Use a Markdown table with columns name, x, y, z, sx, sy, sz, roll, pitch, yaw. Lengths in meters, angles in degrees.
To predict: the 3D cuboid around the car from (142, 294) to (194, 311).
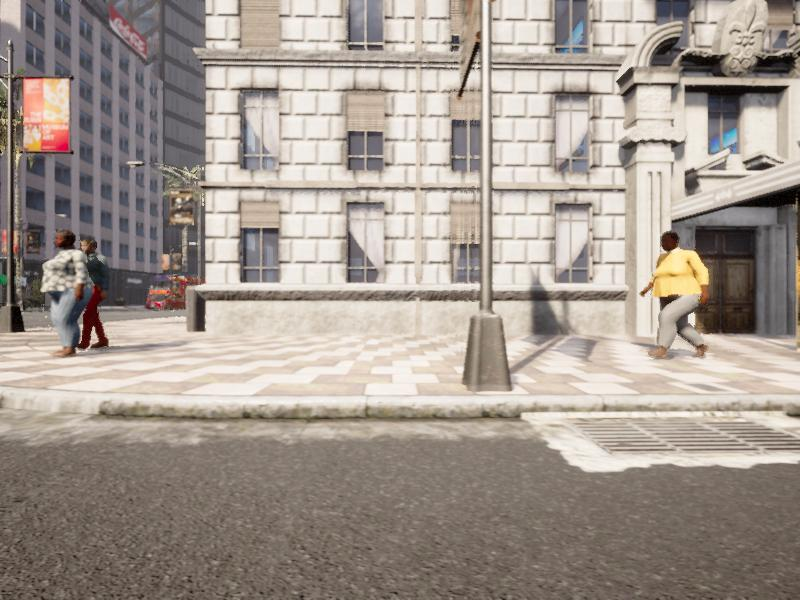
| name | x | y | z | sx | sy | sz | roll | pitch | yaw |
| --- | --- | --- | --- | --- | --- | --- | --- | --- | --- |
| car | -21.907 | 0.221 | 38.006 | 2.007 | 1.525 | 4.514 | 0 | 0 | 7 |

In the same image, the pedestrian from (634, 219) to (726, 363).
| name | x | y | z | sx | sy | sz | roll | pitch | yaw |
| --- | --- | --- | --- | --- | --- | --- | --- | --- | --- |
| pedestrian | 3.868 | -0.113 | 5.580 | 0.751 | 1.860 | 0.751 | 0 | 0 | -6 |

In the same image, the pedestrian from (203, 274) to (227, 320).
| name | x | y | z | sx | sy | sz | roll | pitch | yaw |
| --- | --- | --- | --- | --- | --- | --- | --- | --- | --- |
| pedestrian | -7.528 | -0.117 | 16.297 | 0.751 | 1.860 | 0.751 | 0 | 0 | -11 |

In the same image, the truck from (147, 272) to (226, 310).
| name | x | y | z | sx | sy | sz | roll | pitch | yaw |
| --- | --- | --- | --- | --- | --- | --- | --- | --- | --- |
| truck | -24.107 | -0.929 | 45.748 | 2.891 | 3.827 | 8.468 | 0 | 0 | 16 |

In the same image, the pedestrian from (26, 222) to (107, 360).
| name | x | y | z | sx | sy | sz | roll | pitch | yaw |
| --- | --- | --- | --- | --- | --- | --- | --- | --- | --- |
| pedestrian | -4.911 | -0.117 | 5.905 | 0.751 | 1.860 | 0.751 | 0 | 0 | 35 |

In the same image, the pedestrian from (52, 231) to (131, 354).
| name | x | y | z | sx | sy | sz | roll | pitch | yaw |
| --- | --- | --- | --- | --- | --- | --- | --- | --- | --- |
| pedestrian | -5.036 | -0.117 | 6.558 | 0.751 | 1.860 | 0.751 | 0 | 0 | 22 |
